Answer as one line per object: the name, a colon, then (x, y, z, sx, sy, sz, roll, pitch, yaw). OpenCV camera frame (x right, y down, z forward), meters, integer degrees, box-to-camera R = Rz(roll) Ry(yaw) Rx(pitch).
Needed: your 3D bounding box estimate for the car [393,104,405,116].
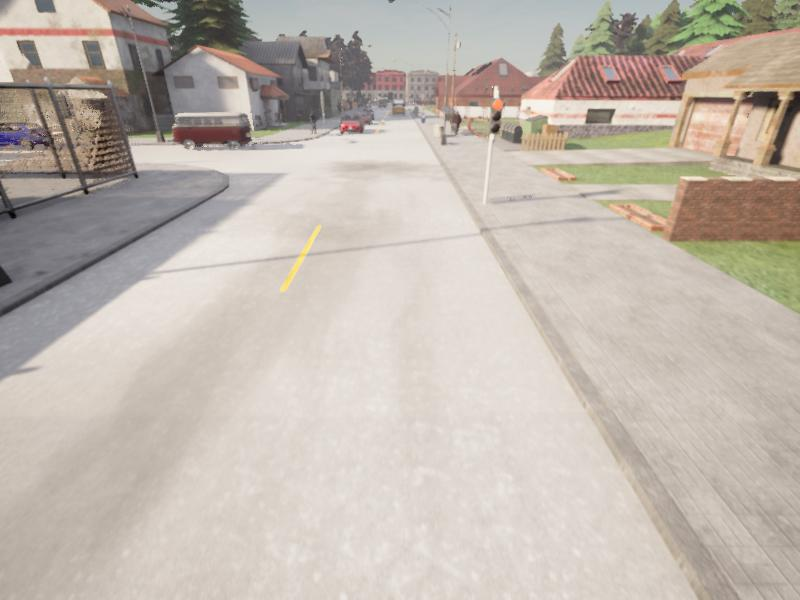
car: (-0.191, -30.616, 64.405, 1.882, 1.535, 5.008, 0, 27, 0)

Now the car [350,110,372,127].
car: (-4.129, -19.693, 43.336, 1.994, 1.385, 4.181, 0, 27, -1)

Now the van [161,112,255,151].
van: (-11.362, -10.136, 24.033, 4.442, 1.987, 1.775, -3, 27, -5)

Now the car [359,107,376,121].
car: (-4.153, -24.113, 51.747, 1.845, 1.501, 3.633, 0, 27, 0)

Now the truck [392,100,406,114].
truck: (-0.213, -34.282, 70.915, 2.390, 2.098, 6.274, 0, 27, 0)

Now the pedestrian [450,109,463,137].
pedestrian: (4.355, -13.604, 30.756, 0.751, 1.860, 0.751, 0, 27, 0)

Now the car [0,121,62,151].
car: (-23.321, -9.857, 23.966, 4.193, 1.474, 1.816, 0, 27, 0)

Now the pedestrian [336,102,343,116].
pedestrian: (-8.798, -27.858, 58.348, 0.751, 1.860, 0.751, 0, 27, 0)

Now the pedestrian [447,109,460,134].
pedestrian: (4.333, -14.552, 32.600, 0.751, 1.860, 0.751, -2, 27, -5)

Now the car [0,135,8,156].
car: (-23.528, -8.268, 20.437, 4.605, 1.855, 1.932, 1, 27, 1)

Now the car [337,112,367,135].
car: (-4.104, -15.428, 34.881, 2.007, 1.525, 4.514, 0, 27, 0)

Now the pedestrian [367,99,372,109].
pedestrian: (-6.797, -43.781, 89.280, 0.751, 1.860, 0.751, 5, 28, 8)

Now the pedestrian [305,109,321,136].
pedestrian: (-6.716, -13.729, 30.916, 0.751, 1.860, 0.751, -20, 33, -34)

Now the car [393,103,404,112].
car: (-0.243, -37.561, 77.927, 2.128, 1.511, 4.902, 0, 27, 0)
